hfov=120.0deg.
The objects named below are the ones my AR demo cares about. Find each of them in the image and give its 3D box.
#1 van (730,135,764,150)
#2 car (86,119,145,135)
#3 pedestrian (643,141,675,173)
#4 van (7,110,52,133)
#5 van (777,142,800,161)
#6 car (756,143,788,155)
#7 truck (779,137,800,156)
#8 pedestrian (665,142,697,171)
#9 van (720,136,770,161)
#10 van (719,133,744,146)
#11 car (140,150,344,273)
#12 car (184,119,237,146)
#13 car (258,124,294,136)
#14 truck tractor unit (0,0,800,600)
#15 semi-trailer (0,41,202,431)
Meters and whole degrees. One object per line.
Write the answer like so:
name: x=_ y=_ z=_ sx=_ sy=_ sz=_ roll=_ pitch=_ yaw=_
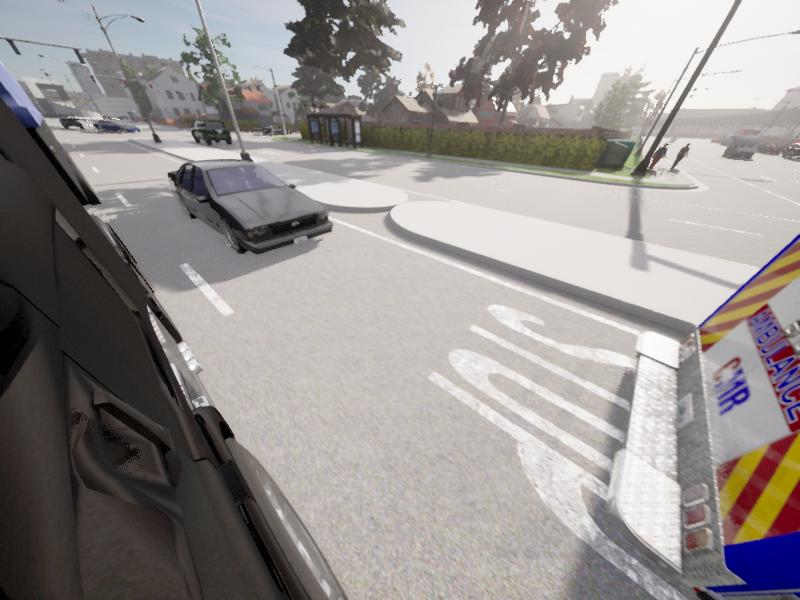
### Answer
van: x=77.024 y=-35.183 z=51.395 sx=2.351 sy=2.431 sz=6.366 roll=28 pitch=45 yaw=30
car: x=-38.681 y=-23.619 z=31.534 sx=4.792 sy=1.488 sz=2.163 roll=2 pitch=37 yaw=-1
pedestrian: x=18.764 y=-10.391 z=16.780 sx=0.751 sy=1.860 sz=0.751 roll=28 pitch=44 yaw=30
van: x=-44.582 y=-21.520 z=27.914 sx=4.480 sy=2.038 sz=2.069 roll=28 pitch=44 yaw=30
van: x=58.403 y=-21.688 z=33.688 sx=2.069 sy=2.038 sz=4.480 roll=28 pitch=45 yaw=30
car: x=65.896 y=-26.880 z=41.019 sx=1.789 sy=1.549 sz=3.705 roll=28 pitch=45 yaw=30
truck: x=69.074 y=-26.159 z=39.470 sx=2.627 sy=2.467 sz=5.204 roll=28 pitch=45 yaw=30
pedestrian: x=21.903 y=-11.194 z=18.041 sx=0.751 sy=1.860 sz=0.751 roll=-29 pitch=47 yaw=-35
van: x=48.584 y=-21.558 z=32.755 sx=1.988 sy=2.561 sz=5.915 roll=28 pitch=45 yaw=30
van: x=86.311 y=-41.887 z=60.236 sx=1.988 sy=2.561 sz=5.915 roll=28 pitch=45 yaw=30
car: x=-3.994 y=-2.582 z=5.674 sx=5.357 sy=1.411 sz=2.033 roll=28 pitch=44 yaw=30
car: x=-19.540 y=-17.288 z=23.786 sx=5.566 sy=2.045 sz=2.150 roll=28 pitch=44 yaw=30
car: x=-22.357 y=-30.843 z=42.019 sx=1.930 sy=1.638 sz=5.238 roll=29 pitch=44 yaw=31
truck tractor unit: x=-2.645 y=-0.295 z=0.351 sx=6.516 sy=4.208 sz=3.053 roll=28 pitch=44 yaw=30
semi-trailer: x=-8.722 y=-3.587 z=4.205 sx=14.254 sy=4.402 sz=2.717 roll=28 pitch=44 yaw=30
